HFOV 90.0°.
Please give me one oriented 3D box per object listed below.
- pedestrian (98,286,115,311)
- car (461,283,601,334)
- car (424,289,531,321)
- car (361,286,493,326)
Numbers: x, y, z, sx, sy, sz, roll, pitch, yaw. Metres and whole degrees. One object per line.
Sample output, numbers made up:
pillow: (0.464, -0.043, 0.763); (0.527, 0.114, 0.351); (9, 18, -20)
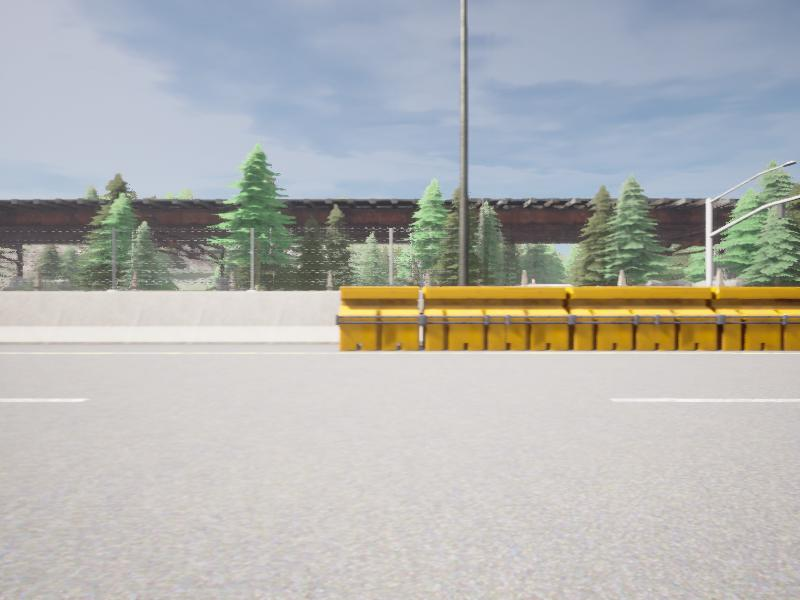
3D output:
pedestrian: (-21.487, -0.112, 29.296); (0.751, 1.860, 0.751); (0, 0, 1)
car: (3.984, 0.253, 12.696); (3.806, 1.475, 1.970); (0, 0, 0)
car: (3.693, 0.245, 19.701); (4.892, 1.490, 1.837); (0, 0, 0)
car: (1.024, 0.227, 16.203); (4.974, 1.542, 2.038); (0, 0, 0)
